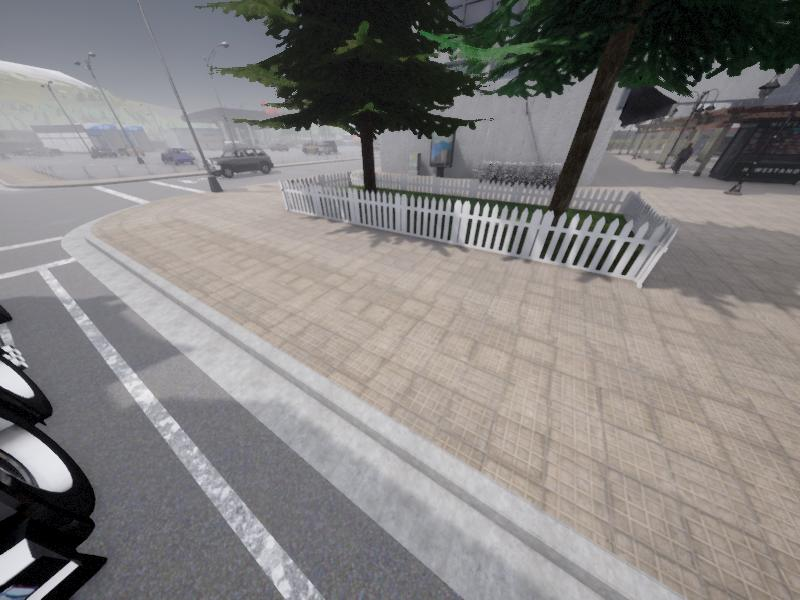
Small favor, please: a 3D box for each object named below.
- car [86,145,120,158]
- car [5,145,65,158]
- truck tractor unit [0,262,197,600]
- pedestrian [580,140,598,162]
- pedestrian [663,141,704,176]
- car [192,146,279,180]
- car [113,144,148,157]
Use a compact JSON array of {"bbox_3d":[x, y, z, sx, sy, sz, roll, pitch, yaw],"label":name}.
[{"bbox_3d":[-45.597,-22.789,35.461,4.514,1.523,2.007,19,39,26],"label":"car"},{"bbox_3d":[-62.098,-25.396,39.481,1.930,1.638,5.238,20,40,26],"label":"car"},{"bbox_3d":[-5.107,-0.304,0.786,6.516,4.208,3.053,18,39,24],"label":"truck tractor unit"},{"bbox_3d":[19.476,-15.341,23.804,0.751,1.860,0.751,25,42,31],"label":"pedestrian"},{"bbox_3d":[18.030,-9.007,14.738,0.751,1.860,0.751,-16,38,-21],"label":"pedestrian"},{"bbox_3d":[-12.132,-10.488,17.474,1.932,1.855,4.605,19,39,26],"label":"car"},{"bbox_3d":[-43.983,-24.340,37.660,5.027,1.636,2.152,19,39,26],"label":"car"}]
